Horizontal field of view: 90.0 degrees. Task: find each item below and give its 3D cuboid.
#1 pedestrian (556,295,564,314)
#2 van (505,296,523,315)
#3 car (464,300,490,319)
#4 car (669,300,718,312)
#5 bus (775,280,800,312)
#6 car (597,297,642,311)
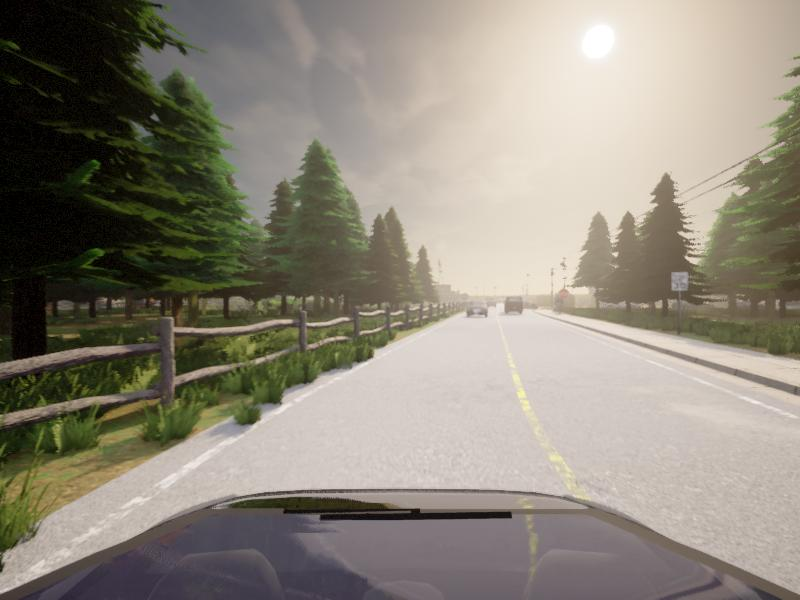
[{"bbox_3d":[16.193,0.444,40.540,0.751,1.860,0.751,0,0,19],"label":"pedestrian"},{"bbox_3d":[12.574,0.550,44.190,1.775,1.987,4.442,0,0,14],"label":"van"},{"bbox_3d":[7.033,0.796,36.147,2.128,1.511,4.902,0,0,13],"label":"car"},{"bbox_3d":[40.947,0.780,55.897,5.027,1.651,2.152,0,0,12],"label":"car"},{"bbox_3d":[56.862,-0.515,52.682,10.273,4.253,3.944,0,0,12],"label":"bus"},{"bbox_3d":[33.410,0.554,61.024,5.566,2.045,2.150,0,0,12],"label":"car"}]
